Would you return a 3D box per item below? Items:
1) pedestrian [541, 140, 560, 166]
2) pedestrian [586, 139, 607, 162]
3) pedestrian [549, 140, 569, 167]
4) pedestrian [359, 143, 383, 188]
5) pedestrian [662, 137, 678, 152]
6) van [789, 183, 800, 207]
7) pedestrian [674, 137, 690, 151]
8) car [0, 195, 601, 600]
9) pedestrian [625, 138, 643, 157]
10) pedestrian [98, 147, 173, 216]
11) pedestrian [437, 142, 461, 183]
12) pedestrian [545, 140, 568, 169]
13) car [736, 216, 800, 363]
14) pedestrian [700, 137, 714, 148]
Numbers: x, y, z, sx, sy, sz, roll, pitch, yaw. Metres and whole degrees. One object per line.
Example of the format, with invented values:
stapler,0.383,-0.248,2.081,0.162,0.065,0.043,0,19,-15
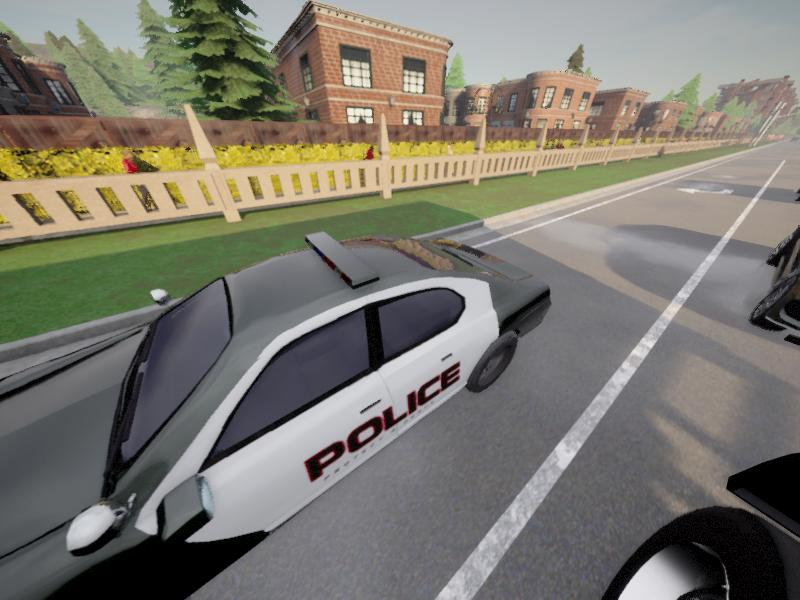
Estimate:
pedestrian,12.682,-12.418,19.508,0.751,1.860,0.751,14,38,19
pedestrian,19.242,-14.686,22.675,0.751,1.860,0.751,-22,41,-28
pedestrian,13.260,-12.287,19.318,0.751,1.860,0.751,23,41,29
pedestrian,-1.423,-6.684,11.481,0.751,1.860,0.751,-23,41,-28
pedestrian,41.656,-23.971,35.679,0.751,1.860,0.751,-22,41,-28
van,17.666,-4.879,8.969,4.442,1.987,1.775,-23,41,-28
pedestrian,46.850,-25.900,38.384,0.751,1.860,0.751,-22,41,-28
car,-0.837,0.394,2.025,4.974,1.542,2.038,-22,41,-28
pedestrian,28.652,-18.701,28.299,0.751,1.860,0.751,-23,41,-28
pedestrian,-8.336,-3.787,7.424,0.751,1.860,0.751,-21,40,-27
pedestrian,2.653,-7.578,12.718,0.751,1.860,0.751,-21,40,-27
pedestrian,12.240,-11.437,18.119,0.751,1.860,0.751,-23,41,-28
car,7.247,-0.474,3.122,5.027,1.651,2.152,-22,41,-28
pedestrian,60.475,-30.987,45.495,0.751,1.860,0.751,-22,40,-27
